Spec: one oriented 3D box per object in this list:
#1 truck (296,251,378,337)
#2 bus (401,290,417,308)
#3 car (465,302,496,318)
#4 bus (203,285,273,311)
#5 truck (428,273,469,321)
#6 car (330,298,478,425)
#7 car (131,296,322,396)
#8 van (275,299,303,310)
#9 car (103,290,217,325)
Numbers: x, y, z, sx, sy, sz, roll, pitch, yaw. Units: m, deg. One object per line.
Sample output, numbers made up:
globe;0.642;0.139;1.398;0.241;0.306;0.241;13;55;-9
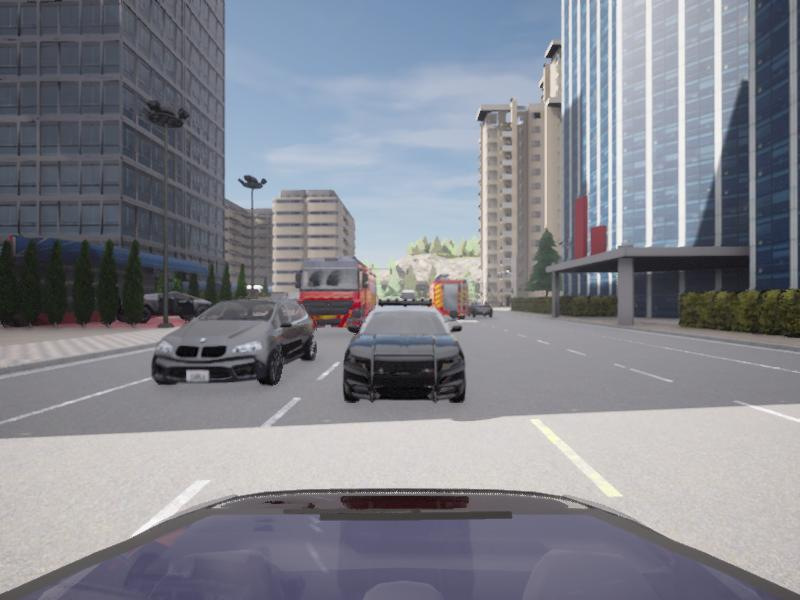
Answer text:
truck;-3.051;-0.260;22.024;2.891;3.827;8.468;0;0;2
bus;2.230;-0.285;99.721;3.944;4.253;10.273;0;0;1
car;7.787;0.935;39.079;2.128;1.511;4.902;0;0;1
bus;-27.340;-0.351;67.777;10.273;4.253;3.944;0;0;2
truck;4.238;-0.227;36.668;2.891;3.827;8.468;0;0;1
car;0.105;0.793;7.806;1.930;1.638;5.238;0;0;1
car;-3.370;0.783;9.047;2.242;1.667;4.611;0;0;1
van;-19.698;0.786;70.912;4.442;1.987;1.775;0;0;2
car;-16.097;0.479;27.273;2.390;2.098;6.274;0;0;32
